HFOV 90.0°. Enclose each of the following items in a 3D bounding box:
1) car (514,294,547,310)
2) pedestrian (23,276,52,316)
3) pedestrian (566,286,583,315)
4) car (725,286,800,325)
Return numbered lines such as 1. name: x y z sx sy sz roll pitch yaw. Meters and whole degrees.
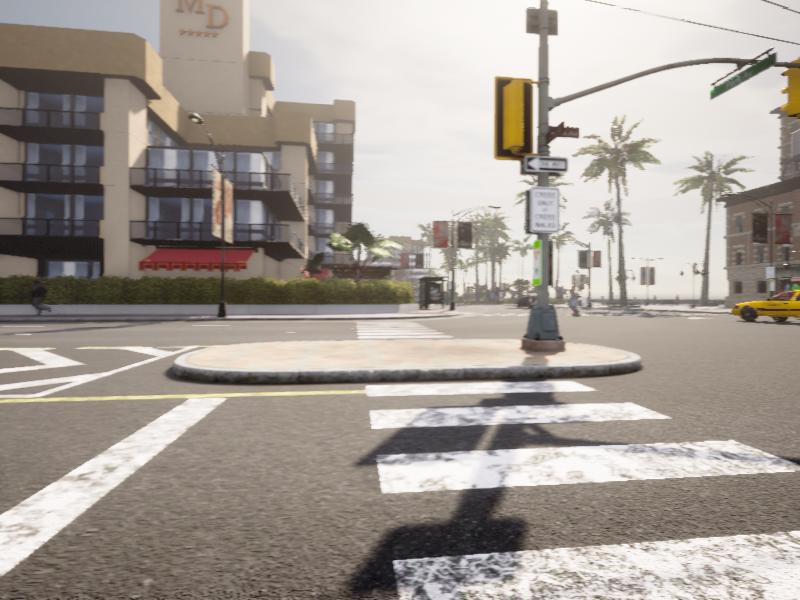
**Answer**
1. car: 13.960 0.168 42.943 1.851 1.617 3.988 0 0 -6
2. pedestrian: -17.323 -0.178 19.114 0.751 1.860 0.751 0 0 -13
3. pedestrian: 11.418 0.030 26.199 0.751 1.860 0.751 0 0 -7
4. car: 16.939 0.216 16.795 1.801 1.575 5.366 0 0 -6
